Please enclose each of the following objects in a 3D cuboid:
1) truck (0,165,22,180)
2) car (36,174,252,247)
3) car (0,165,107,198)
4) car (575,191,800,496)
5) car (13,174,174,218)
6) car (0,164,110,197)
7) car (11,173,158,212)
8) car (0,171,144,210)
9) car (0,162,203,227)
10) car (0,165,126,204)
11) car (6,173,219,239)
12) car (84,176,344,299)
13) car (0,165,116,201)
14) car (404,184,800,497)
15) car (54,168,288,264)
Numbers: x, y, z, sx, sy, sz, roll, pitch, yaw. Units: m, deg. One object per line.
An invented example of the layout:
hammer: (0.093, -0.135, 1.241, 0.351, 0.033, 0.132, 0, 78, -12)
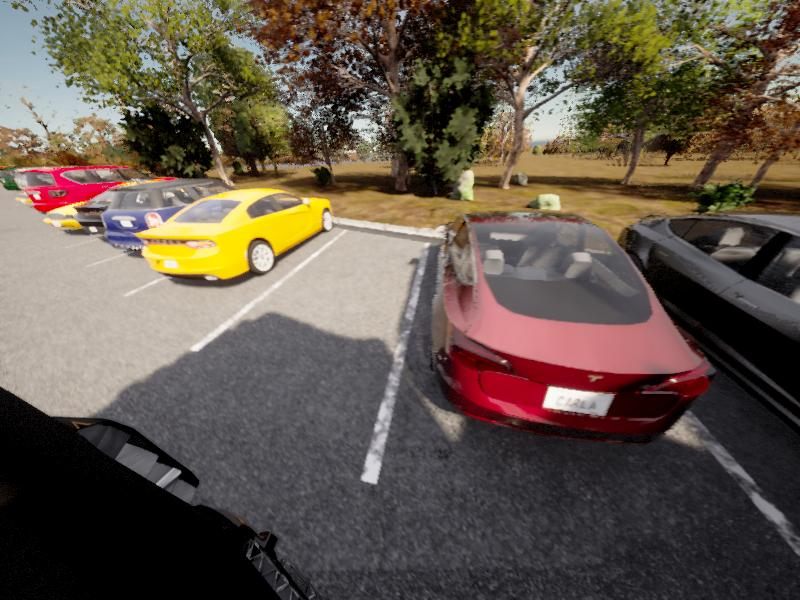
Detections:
truck: (-81.566, -25.463, 46.358, 5.204, 2.467, 2.627, -6, 33, -4)
car: (-8.613, -3.613, 8.685, 2.231, 1.521, 4.892, 5, 33, 11)
car: (-28.822, -10.017, 19.410, 1.878, 1.987, 4.442, 5, 34, 11)
car: (4.106, 0.199, 2.060, 2.163, 1.488, 4.792, 4, 33, 10)
car: (-16.183, -5.917, 12.766, 2.163, 1.488, 4.792, 5, 34, 11)
car: (-31.318, -10.904, 20.889, 2.435, 2.045, 5.566, 5, 33, 11)
car: (-18.700, -6.735, 14.185, 2.163, 1.488, 4.792, 5, 33, 11)
car: (-21.262, -7.433, 15.360, 1.946, 1.575, 5.366, 5, 34, 11)
car: (-13.665, -5.399, 11.293, 2.435, 2.045, 5.566, 5, 33, 11)
car: (-23.774, -8.444, 16.668, 1.878, 1.987, 4.442, 5, 33, 11)
car: (-11.169, -4.295, 9.889, 1.946, 1.575, 5.366, 5, 34, 11)
car: (-3.548, -2.079, 6.001, 2.097, 1.535, 5.008, 4, 33, 11)
car: (-26.299, -9.231, 18.040, 1.878, 1.987, 4.442, 5, 33, 11)
car: (1.550, -0.575, 3.415, 2.163, 1.488, 4.792, 4, 33, 10)
car: (-6.090, -2.936, 7.250, 2.185, 1.767, 4.553, 5, 33, 11)
